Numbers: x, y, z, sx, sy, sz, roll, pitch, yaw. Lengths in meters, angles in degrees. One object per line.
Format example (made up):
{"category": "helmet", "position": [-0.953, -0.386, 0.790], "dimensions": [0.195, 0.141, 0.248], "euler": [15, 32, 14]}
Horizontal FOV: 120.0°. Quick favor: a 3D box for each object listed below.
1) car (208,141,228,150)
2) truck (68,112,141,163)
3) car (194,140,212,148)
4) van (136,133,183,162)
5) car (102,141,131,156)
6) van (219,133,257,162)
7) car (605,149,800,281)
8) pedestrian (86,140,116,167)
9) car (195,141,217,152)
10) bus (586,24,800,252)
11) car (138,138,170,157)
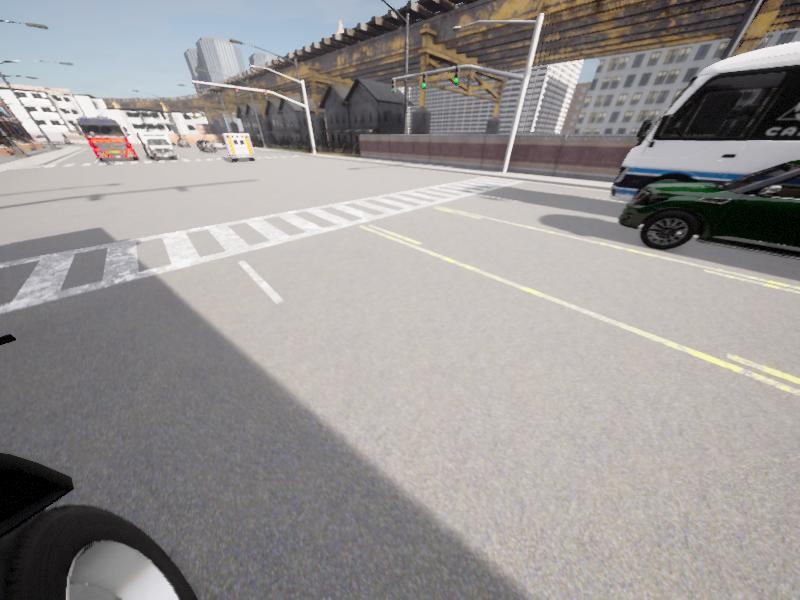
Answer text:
{"category": "car", "position": [-35.875, -30.527, 45.580], "dimensions": [1.970, 1.475, 3.806], "euler": [-29, 45, -35]}
{"category": "truck", "position": [-30.949, -17.168, 24.536], "dimensions": [2.891, 3.827, 8.468], "euler": [-29, 45, -35]}
{"category": "car", "position": [-45.963, -36.460, 53.816], "dimensions": [4.674, 1.442, 1.812], "euler": [28, 43, 33]}
{"category": "van", "position": [-26.536, -16.880, 25.410], "dimensions": [2.351, 2.431, 6.366], "euler": [-29, 45, -35]}
{"category": "car", "position": [-37.696, -20.187, 30.753], "dimensions": [1.837, 1.490, 4.892], "euler": [-29, 45, -35]}
{"category": "van", "position": [-18.510, -17.447, 26.342], "dimensions": [2.351, 2.431, 6.366], "euler": [-21, 41, -29]}
{"category": "car", "position": [8.444, -1.812, 4.851], "dimensions": [2.150, 2.045, 5.566], "euler": [-29, 45, -35]}
{"category": "pedestrian", "position": [-25.201, -12.384, 19.486], "dimensions": [0.751, 1.860, 0.751], "euler": [26, 43, 32]}
{"category": "car", "position": [-32.348, -25.654, 38.560], "dimensions": [1.789, 1.549, 3.705], "euler": [-29, 45, -35]}
{"category": "bus", "position": [11.814, -3.499, 5.385], "dimensions": [3.944, 4.253, 10.273], "euler": [-29, 45, -35]}
{"category": "car", "position": [-31.968, -19.839, 30.006], "dimensions": [1.932, 1.855, 4.605], "euler": [-29, 46, -35]}
